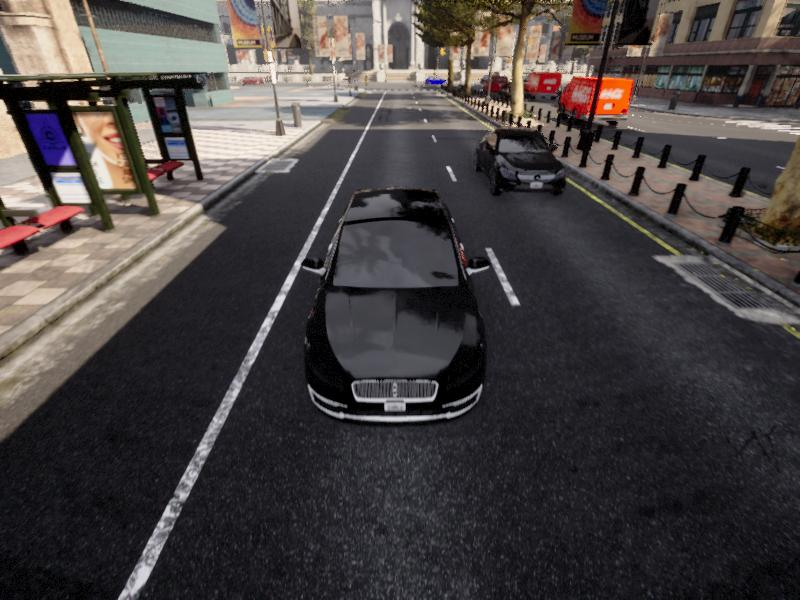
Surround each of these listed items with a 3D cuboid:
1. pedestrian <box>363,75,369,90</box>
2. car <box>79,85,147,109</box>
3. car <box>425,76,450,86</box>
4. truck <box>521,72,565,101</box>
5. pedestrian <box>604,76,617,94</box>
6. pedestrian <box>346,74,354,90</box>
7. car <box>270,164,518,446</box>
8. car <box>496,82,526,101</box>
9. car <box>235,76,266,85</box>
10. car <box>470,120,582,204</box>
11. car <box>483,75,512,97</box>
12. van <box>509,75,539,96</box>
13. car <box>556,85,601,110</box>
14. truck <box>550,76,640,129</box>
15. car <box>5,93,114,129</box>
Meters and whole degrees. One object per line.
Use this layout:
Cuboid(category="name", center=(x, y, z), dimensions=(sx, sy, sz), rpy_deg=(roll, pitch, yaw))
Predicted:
Cuboid(category="pedestrian", center=(-4.852, -31.281, 57.598), dimensions=(0.751, 1.860, 0.751), rpy_deg=(0, 30, 0))
Cuboid(category="car", center=(-23.594, -16.907, 33.167), dimensions=(2.128, 1.511, 4.902), rpy_deg=(0, 30, 0))
Cuboid(category="car", center=(6.514, -38.545, 70.449), dimensions=(4.193, 1.474, 1.816), rpy_deg=(0, 30, 0))
Cuboid(category="truck", center=(14.822, -22.422, 41.902), dimensions=(2.627, 2.467, 5.204), rpy_deg=(0, 30, 0))
Cuboid(category="pedestrian", center=(24.701, -25.245, 46.993), dimensions=(0.751, 1.860, 0.751), rpy_deg=(-2, 30, -3))
Cuboid(category="pedestrian", center=(-6.976, -30.459, 55.892), dimensions=(0.751, 1.860, 0.751), rpy_deg=(6, 31, 10))
Cuboid(category="car", center=(-0.051, -0.537, 5.436), dimensions=(1.837, 1.490, 4.892), rpy_deg=(0, 31, 0))
Cuboid(category="car", center=(11.333, -21.423, 41.049), dimensions=(1.851, 1.617, 3.988), rpy_deg=(0, 30, 0))
Cuboid(category="car", center=(-27.452, -40.328, 73.486), dimensions=(4.792, 1.488, 2.163), rpy_deg=(0, 30, 0))
Cuboid(category="car", center=(3.404, -4.260, 11.857), dimensions=(1.812, 1.442, 4.674), rpy_deg=(0, 30, 0))
Cuboid(category="car", center=(11.288, -25.028, 46.780), dimensions=(2.150, 2.045, 5.566), rpy_deg=(1, 30, 1))
Cuboid(category="van", center=(14.805, -25.832, 48.162), dimensions=(2.069, 2.038, 4.480), rpy_deg=(0, 30, 0))
Cuboid(category="car", center=(14.896, -17.107, 33.673), dimensions=(1.851, 1.617, 3.988), rpy_deg=(0, 30, -1))
Cuboid(category="truck", center=(11.387, -11.956, 24.006), dimensions=(2.627, 2.467, 5.204), rpy_deg=(0, 30, 0))
Cuboid(category="car", center=(-19.428, -11.029, 23.197), dimensions=(2.161, 1.482, 4.786), rpy_deg=(0, 30, 0))
